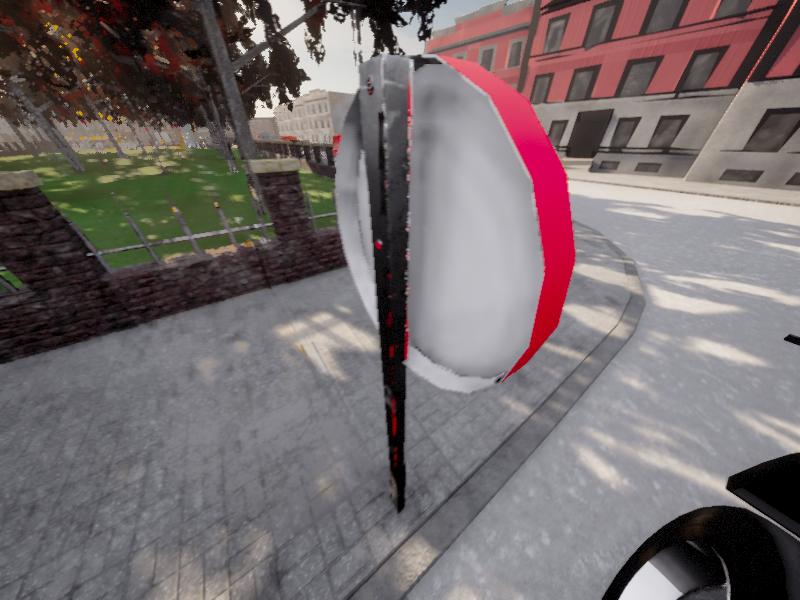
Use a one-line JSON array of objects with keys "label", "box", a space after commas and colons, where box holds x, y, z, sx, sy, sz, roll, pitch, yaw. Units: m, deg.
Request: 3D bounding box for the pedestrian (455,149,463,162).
[{"label": "pedestrian", "box": [6.000, -14.701, 23.525, 0.500, 1.100, 0.500, -28, 43, -33]}]

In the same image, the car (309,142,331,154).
[{"label": "car", "box": [-14.025, -26.606, 40.331, 2.033, 1.649, 4.856, -22, 41, -27]}]

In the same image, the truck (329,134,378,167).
[{"label": "truck", "box": [-4.729, -15.074, 23.173, 2.627, 2.467, 5.204, -22, 40, -27]}]

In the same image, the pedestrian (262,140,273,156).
[{"label": "pedestrian", "box": [-19.301, -22.238, 33.755, 0.751, 1.860, 0.751, -22, 40, -27]}]

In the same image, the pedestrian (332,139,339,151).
[{"label": "pedestrian", "box": [-12.639, -30.464, 45.365, 0.751, 1.860, 0.751, -26, 42, -31]}]

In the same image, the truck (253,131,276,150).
[{"label": "truck", "box": [-33.993, -39.946, 57.875, 2.891, 3.827, 8.468, -22, 40, -27]}]

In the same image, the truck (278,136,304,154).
[{"label": "truck", "box": [-19.072, -27.098, 40.347, 2.627, 2.467, 5.204, -22, 40, -27]}]

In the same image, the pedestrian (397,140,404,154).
[{"label": "pedestrian", "box": [0.104, -23.396, 35.326, 0.751, 1.860, 0.751, -13, 37, -18]}]

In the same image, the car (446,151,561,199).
[{"label": "car", "box": [4.923, -6.603, 11.894, 1.882, 1.535, 5.008, -22, 41, -27]}]

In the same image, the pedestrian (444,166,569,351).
[{"label": "pedestrian", "box": [1.042, -0.419, 2.658, 0.751, 1.860, 0.751, 11, 37, 16]}]

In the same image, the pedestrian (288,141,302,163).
[{"label": "pedestrian", "box": [-10.568, -14.924, 23.315, 0.751, 1.860, 0.751, -22, 40, -27]}]

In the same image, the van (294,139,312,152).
[{"label": "van", "box": [-19.791, -31.579, 47.119, 1.775, 1.987, 4.442, -22, 41, -27]}]
